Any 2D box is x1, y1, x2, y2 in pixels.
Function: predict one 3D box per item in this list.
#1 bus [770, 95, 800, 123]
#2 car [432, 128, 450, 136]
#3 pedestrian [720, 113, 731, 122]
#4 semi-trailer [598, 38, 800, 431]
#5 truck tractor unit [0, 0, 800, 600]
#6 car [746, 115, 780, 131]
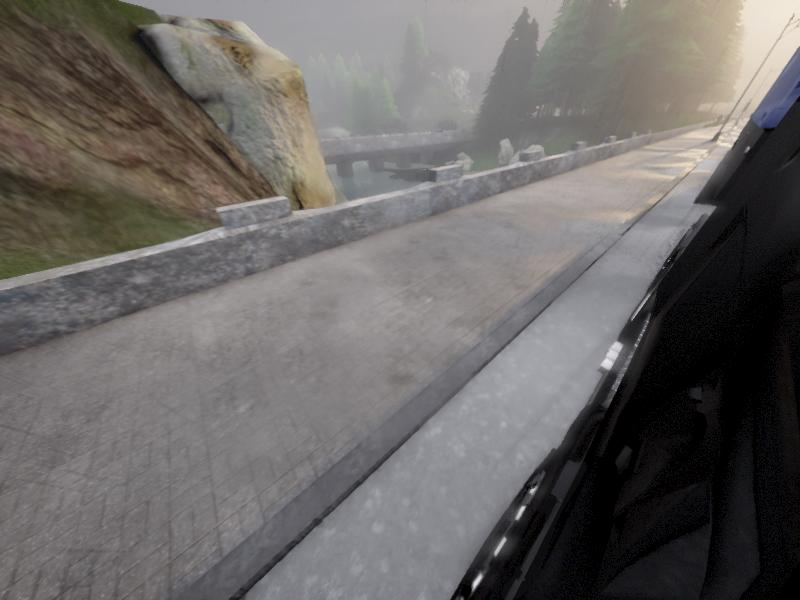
[{"bbox_3d":[83.825,-40.527,48.992,10.273,4.253,3.944,-28,44,-30],"label":"bus"},{"bbox_3d":[11.188,-45.528,62.662,5.008,1.535,1.882,-28,44,-30],"label":"car"},{"bbox_3d":[80.638,-45.135,57.164,0.751,1.860,0.751,-29,44,-31],"label":"pedestrian"},{"bbox_3d":[8.669,-3.622,4.261,14.254,4.402,2.717,-28,44,-30],"label":"semi-trailer"},{"bbox_3d":[2.645,-0.295,0.351,6.516,4.208,3.053,-28,44,-30],"label":"truck tractor unit"},{"bbox_3d":[49.285,-24.103,31.435,3.988,1.617,1.851,-28,44,-30],"label":"car"}]
